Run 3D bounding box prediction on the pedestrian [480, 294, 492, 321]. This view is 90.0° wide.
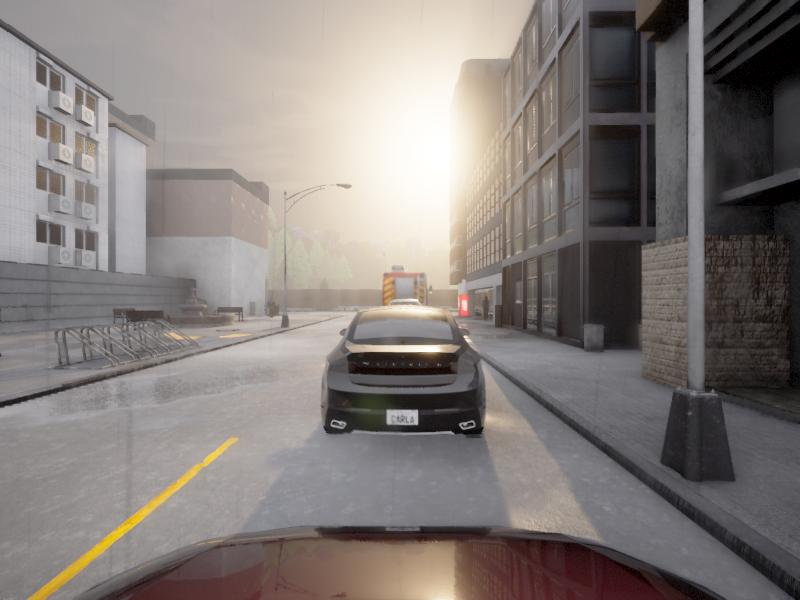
[{"bbox_3d":[6.088,0.533,28.241,0.751,1.860,0.751,0,0,6],"label":"pedestrian"}]

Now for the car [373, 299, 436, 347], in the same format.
[{"bbox_3d":[0.182,0.781,16.118,2.152,1.651,5.027,0,0,1],"label":"car"}]

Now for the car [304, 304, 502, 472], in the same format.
[{"bbox_3d":[0.064,0.845,6.167,1.837,1.490,4.892,0,0,1],"label":"car"}]

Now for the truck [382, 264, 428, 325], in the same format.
[{"bbox_3d":[0.355,-0.321,29.345,2.891,3.827,8.468,0,0,1],"label":"truck"}]

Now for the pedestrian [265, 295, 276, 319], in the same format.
[{"bbox_3d":[-10.136,0.547,31.385,0.751,1.860,0.751,0,0,-10],"label":"pedestrian"}]

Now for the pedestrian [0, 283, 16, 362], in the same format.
[{"bbox_3d":[-9.841,0.533,9.485,0.751,1.860,0.751,0,0,-1],"label":"pedestrian"}]
